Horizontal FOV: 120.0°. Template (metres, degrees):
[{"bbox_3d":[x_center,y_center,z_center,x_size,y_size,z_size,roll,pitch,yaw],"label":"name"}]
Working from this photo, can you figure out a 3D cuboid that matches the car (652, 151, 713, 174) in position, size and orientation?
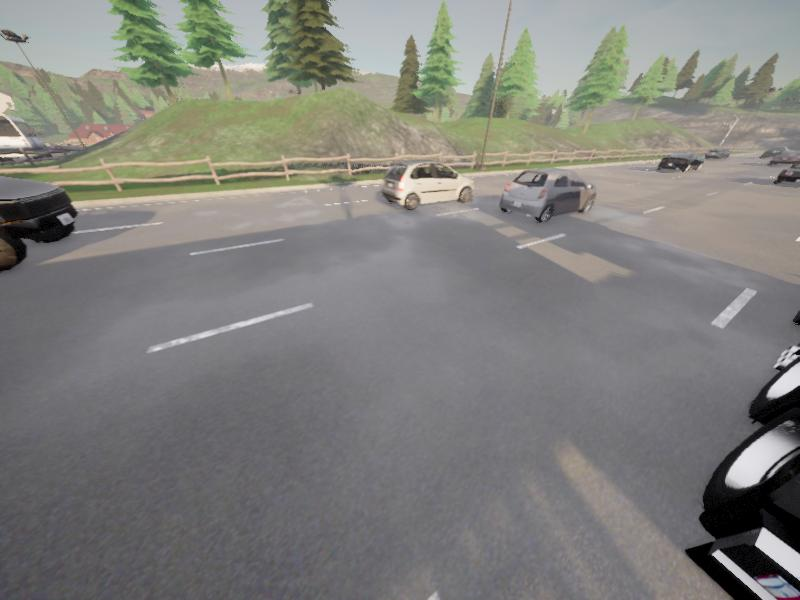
[{"bbox_3d":[25.687,-12.599,21.013,5.008,1.535,1.882,-18,39,-24],"label":"car"}]

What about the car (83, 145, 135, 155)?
[{"bbox_3d":[-46.124,-23.897,36.771,4.718,1.301,1.895,-17,39,-24],"label":"car"}]

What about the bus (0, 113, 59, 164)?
[{"bbox_3d":[-44.438,-18.435,26.352,10.273,4.253,3.944,29,44,35],"label":"bus"}]

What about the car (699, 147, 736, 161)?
[{"bbox_3d":[47.168,-21.696,34.303,4.514,1.525,2.007,-18,39,-24],"label":"car"}]

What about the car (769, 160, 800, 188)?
[{"bbox_3d":[26.275,-8.098,14.762,4.718,1.301,1.895,-18,39,-24],"label":"car"}]

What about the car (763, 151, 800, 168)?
[{"bbox_3d":[44.815,-16.304,26.648,5.357,1.411,2.033,-18,39,-24],"label":"car"}]

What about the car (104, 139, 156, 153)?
[{"bbox_3d":[-48.731,-27.962,41.936,5.566,2.045,2.150,-17,39,-24],"label":"car"}]

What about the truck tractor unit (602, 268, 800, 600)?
[{"bbox_3d":[5.117,-0.294,0.778,6.516,4.208,3.053,-18,39,-24],"label":"truck tractor unit"}]

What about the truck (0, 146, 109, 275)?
[{"bbox_3d":[-10.580,-1.332,3.984,6.274,2.098,2.390,-18,39,-24],"label":"truck"}]

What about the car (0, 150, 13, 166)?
[{"bbox_3d":[-38.403,-12.645,20.238,2.097,1.767,4.553,-12,37,-17],"label":"car"}]

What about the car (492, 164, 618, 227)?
[{"bbox_3d":[5.501,-3.901,8.329,3.633,1.501,1.845,-18,39,-24],"label":"car"}]

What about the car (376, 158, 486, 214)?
[{"bbox_3d":[1.261,-4.883,9.630,3.988,1.617,1.851,-18,39,-24],"label":"car"}]
